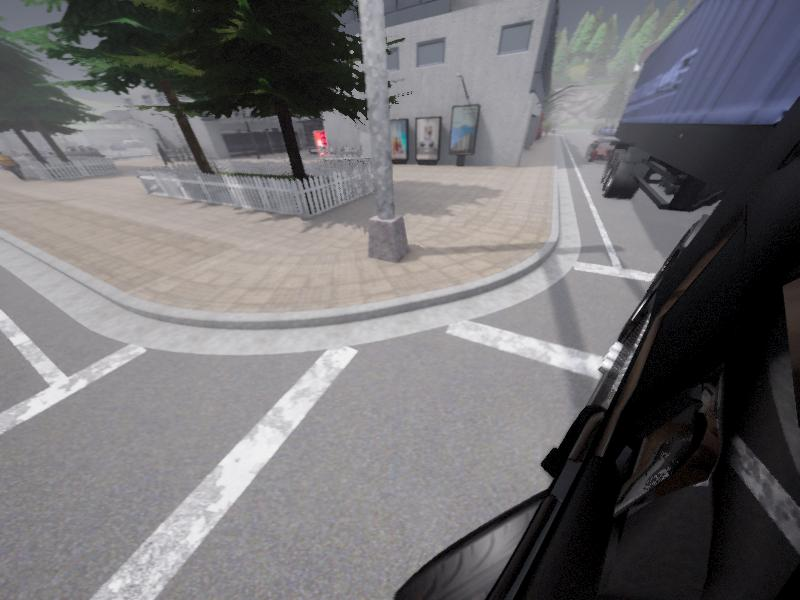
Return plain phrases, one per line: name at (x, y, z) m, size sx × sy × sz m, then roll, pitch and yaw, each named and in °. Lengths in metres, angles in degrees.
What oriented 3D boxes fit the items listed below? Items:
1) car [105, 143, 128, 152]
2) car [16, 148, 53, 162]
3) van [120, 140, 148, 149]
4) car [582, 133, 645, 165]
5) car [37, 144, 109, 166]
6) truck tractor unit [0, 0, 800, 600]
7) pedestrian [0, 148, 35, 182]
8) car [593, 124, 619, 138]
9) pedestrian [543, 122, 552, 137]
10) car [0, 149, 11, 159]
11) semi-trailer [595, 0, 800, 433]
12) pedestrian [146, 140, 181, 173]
car at (-62.736, -33.832, 51.163) m, size 3.633 × 1.501 × 1.845 m, roll 15°, pitch 40°, yaw 22°
car at (-53.103, -21.097, 33.607) m, size 3.633 × 1.501 × 1.845 m, roll 15°, pitch 40°, yaw 22°
van at (-76.233, -44.670, 66.340) m, size 2.069 × 2.038 × 4.480 m, roll 16°, pitch 40°, yaw 23°
car at (13.246, -9.637, 14.654) m, size 1.994 × 1.385 × 4.181 m, roll 16°, pitch 40°, yaw 23°
car at (-40.422, -18.118, 28.734) m, size 1.932 × 1.855 × 4.605 m, roll 15°, pitch 40°, yaw 22°
truck tractor unit at (2.645, -0.295, 0.351) m, size 6.516 × 4.208 × 3.053 m, roll -28°, pitch 44°, yaw -30°
pedestrian at (-25.534, -8.840, 15.153) m, size 0.751 × 1.860 × 0.751 m, roll 17°, pitch 41°, yaw 24°
car at (30.864, -25.497, 34.771) m, size 2.007 × 1.525 × 4.514 m, roll 16°, pitch 41°, yaw 23°
pedestrian at (23.419, -26.998, 36.644) m, size 0.751 × 1.860 × 0.751 m, roll 15°, pitch 40°, yaw 22°
car at (-76.307, -27.515, 43.514) m, size 4.514 × 1.523 × 2.007 m, roll 15°, pitch 40°, yaw 22°
semi-trailer at (7.321, -4.272, 5.245) m, size 2.717 × 4.402 × 14.254 m, roll 20°, pitch 42°, yaw 26°
pedestrian at (-16.331, -9.922, 16.037) m, size 0.751 × 1.860 × 0.751 m, roll -15°, pitch 38°, yaw -16°
